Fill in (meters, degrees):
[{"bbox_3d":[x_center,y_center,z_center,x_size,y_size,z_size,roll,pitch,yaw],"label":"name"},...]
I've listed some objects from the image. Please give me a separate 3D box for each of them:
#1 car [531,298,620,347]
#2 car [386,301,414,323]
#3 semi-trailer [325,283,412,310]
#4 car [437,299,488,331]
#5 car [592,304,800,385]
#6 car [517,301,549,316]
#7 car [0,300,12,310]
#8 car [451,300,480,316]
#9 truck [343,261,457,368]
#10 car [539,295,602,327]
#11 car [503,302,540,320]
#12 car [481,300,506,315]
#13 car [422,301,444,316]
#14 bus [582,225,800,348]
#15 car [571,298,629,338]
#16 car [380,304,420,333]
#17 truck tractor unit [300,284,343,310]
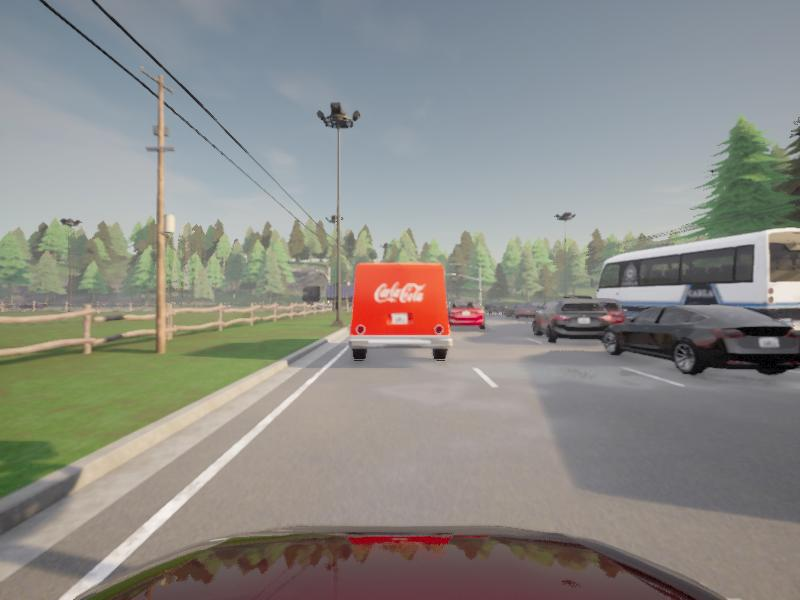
[{"bbox_3d":[6.802,0.761,16.143,2.242,1.667,4.611,0,0,10],"label":"car"},{"bbox_3d":[-0.008,0.837,30.460,2.007,1.525,4.514,0,0,0],"label":"car"},{"bbox_3d":[-5.175,-0.601,67.247,14.254,4.402,2.717,0,0,0],"label":"semi-trailer"},{"bbox_3d":[3.494,0.762,23.197,2.242,1.667,4.611,0,0,0],"label":"car"},{"bbox_3d":[6.997,0.854,9.926,2.163,1.488,4.792,0,0,0],"label":"car"},{"bbox_3d":[13.952,0.880,42.282,1.812,1.442,4.674,0,0,-1],"label":"car"},{"bbox_3d":[-65.562,0.772,64.131,4.611,1.667,2.242,0,0,0],"label":"car"},{"bbox_3d":[6.906,0.792,42.607,2.152,1.651,5.027,0,0,-2],"label":"car"},{"bbox_3d":[-0.002,0.353,11.864,2.627,2.467,5.204,0,-1,0],"label":"truck"},{"bbox_3d":[10.660,0.650,25.351,1.905,1.878,3.866,0,0,-9],"label":"car"},{"bbox_3d":[10.449,0.916,34.674,1.994,1.385,4.181,0,0,1],"label":"car"},{"bbox_3d":[10.368,0.825,44.439,1.789,1.549,3.705,0,0,-2],"label":"car"},{"bbox_3d":[3.421,0.834,42.420,1.882,1.535,5.008,0,0,-2],"label":"car"},{"bbox_3d":[13.621,-0.521,19.214,3.944,4.253,10.273,-1,0,-8],"label":"bus"},{"bbox_3d":[9.815,0.762,19.476,2.242,1.667,4.611,0,0,29],"label":"car"},{"bbox_3d":[-0.005,0.913,21.763,1.994,1.385,4.181,0,0,0],"label":"car"},{"bbox_3d":[-13.091,-0.504,67.287,6.516,4.208,3.053,0,0,0],"label":"truck tractor unit"}]
